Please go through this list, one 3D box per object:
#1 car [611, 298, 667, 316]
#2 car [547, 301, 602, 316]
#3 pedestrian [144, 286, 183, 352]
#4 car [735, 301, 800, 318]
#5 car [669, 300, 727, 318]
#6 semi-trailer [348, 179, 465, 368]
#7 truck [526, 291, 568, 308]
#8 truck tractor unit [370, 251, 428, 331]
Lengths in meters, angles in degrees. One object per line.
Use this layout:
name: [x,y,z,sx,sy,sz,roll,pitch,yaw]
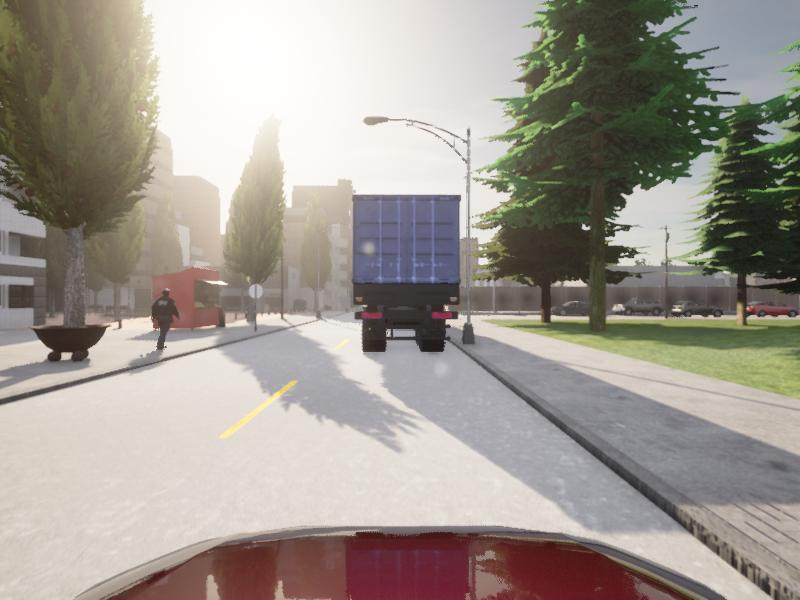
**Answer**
car: [24.516,0.689,41.209,4.605,1.855,1.932,0,0,-1]
car: [17.911,0.881,41.242,4.892,1.490,1.837,0,0,-1]
pedestrian: [-6.924,0.544,11.732,0.751,1.860,0.751,0,0,-7]
car: [34.159,0.861,37.122,4.514,1.525,2.007,0,0,-2]
car: [27.655,0.821,37.227,3.988,1.617,1.851,0,0,0]
semi-trailer: [0.025,-0.603,16.441,2.717,4.402,14.254,0,0,-1]
truck: [33.284,-0.026,90.568,8.468,3.827,2.891,0,0,0]
truck tractor unit: [-0.104,-0.502,24.354,3.053,4.208,6.516,0,0,-1]
